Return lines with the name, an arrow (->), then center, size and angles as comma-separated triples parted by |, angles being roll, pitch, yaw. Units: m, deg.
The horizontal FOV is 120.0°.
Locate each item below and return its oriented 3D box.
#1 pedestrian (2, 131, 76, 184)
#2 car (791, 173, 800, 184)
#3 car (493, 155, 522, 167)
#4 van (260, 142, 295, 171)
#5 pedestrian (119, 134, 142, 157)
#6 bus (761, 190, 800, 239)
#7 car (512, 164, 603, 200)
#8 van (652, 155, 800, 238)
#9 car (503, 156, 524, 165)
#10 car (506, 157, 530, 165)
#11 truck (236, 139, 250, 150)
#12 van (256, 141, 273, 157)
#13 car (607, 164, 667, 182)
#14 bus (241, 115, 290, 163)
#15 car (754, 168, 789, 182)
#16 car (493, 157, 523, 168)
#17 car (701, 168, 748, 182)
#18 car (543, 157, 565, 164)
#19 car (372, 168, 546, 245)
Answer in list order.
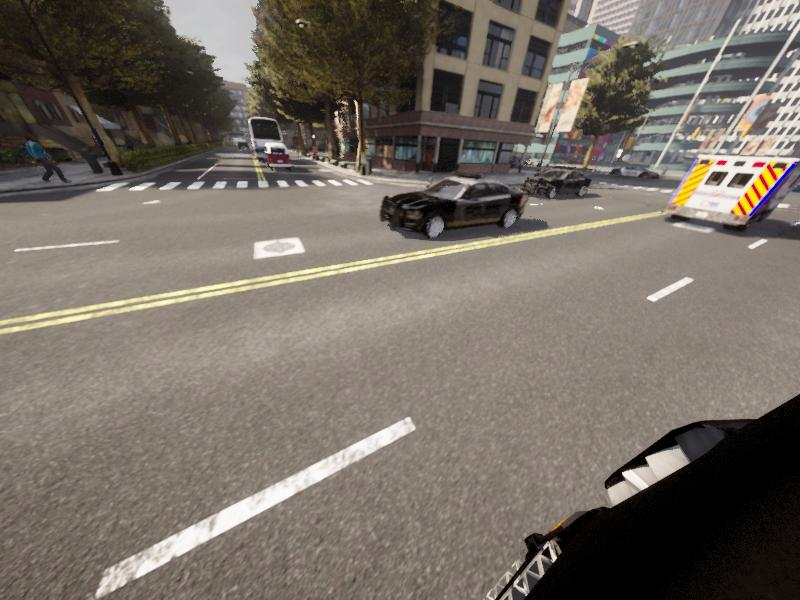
pedestrian -> -15.340, -6.057, 9.914 | 0.751, 1.860, 0.751 | -15, 38, -25
car -> 67.560, -20.229, 38.115 | 4.605, 1.855, 1.932 | -14, 37, -24
car -> 20.891, -27.161, 45.125 | 2.242, 1.667, 4.611 | -15, 37, -25
van -> -11.275, -13.211, 21.201 | 2.069, 2.038, 4.480 | -15, 38, -25
pedestrian -> -27.503, -15.756, 23.614 | 0.751, 1.860, 0.751 | -18, 39, -29
bus -> 20.003, -4.668, 8.736 | 10.273, 4.253, 3.944 | -15, 37, -24
car -> 9.925, -7.501, 14.589 | 5.238, 1.638, 1.930 | -14, 37, -24
van -> 14.350, -4.576, 9.805 | 6.366, 2.431, 2.351 | -14, 37, -24
car -> 25.507, -31.524, 52.197 | 1.845, 1.501, 3.633 | -15, 37, -25
car -> 27.928, -32.934, 54.728 | 1.895, 1.301, 4.718 | -15, 37, -25
truck -> -39.994, -39.733, 58.959 | 2.390, 2.098, 6.274 | -15, 38, -25
van -> -22.423, -25.021, 38.214 | 1.775, 1.987, 4.442 | -14, 37, -24
car -> 30.996, -16.798, 30.384 | 2.038, 1.542, 4.974 | -19, 39, -30
bus -> -17.567, -20.726, 30.051 | 3.944, 4.253, 10.273 | -15, 37, -25
car -> 63.625, -21.399, 39.575 | 4.605, 1.855, 1.932 | -14, 37, -24
car -> 19.273, -24.751, 41.559 | 1.812, 1.442, 4.674 | -15, 37, -24
car -> 48.472, -18.644, 34.538 | 3.633, 1.501, 1.845 | 4, 34, 1
car -> 45.745, -41.518, 68.684 | 2.128, 1.511, 4.902 | -15, 37, -25
car -> 1.908, -3.242, 7.529 | 5.238, 1.638, 1.930 | -14, 37, -24
